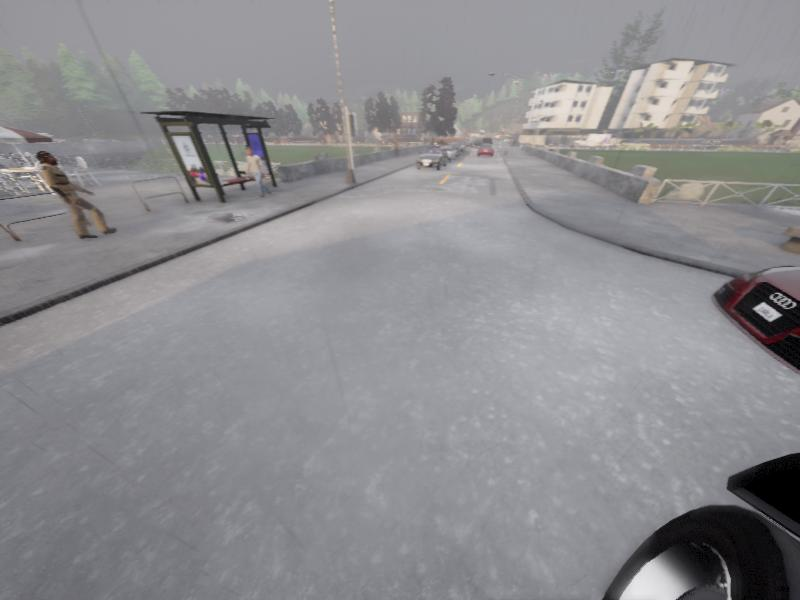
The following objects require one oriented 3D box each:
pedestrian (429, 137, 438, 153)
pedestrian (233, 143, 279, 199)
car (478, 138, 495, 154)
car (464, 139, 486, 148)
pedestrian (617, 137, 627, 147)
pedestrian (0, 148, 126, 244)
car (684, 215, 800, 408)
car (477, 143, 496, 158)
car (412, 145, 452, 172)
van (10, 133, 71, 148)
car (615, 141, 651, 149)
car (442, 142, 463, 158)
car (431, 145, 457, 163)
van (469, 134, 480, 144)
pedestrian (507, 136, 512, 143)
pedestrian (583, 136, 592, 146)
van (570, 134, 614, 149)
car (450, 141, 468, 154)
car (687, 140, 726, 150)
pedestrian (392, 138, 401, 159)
[{"bbox_3d":[4.703,-21.808,32.568,0.751,1.860,0.751,26,43,31],"label":"pedestrian"},{"bbox_3d":[-5.668,-5.137,9.215,0.751,1.860,0.751,7,36,9],"label":"pedestrian"},{"bbox_3d":[13.255,-23.663,35.378,1.905,1.878,3.866,10,37,14],"label":"car"},{"bbox_3d":[16.509,-34.557,50.970,4.892,1.490,1.837,-24,40,-29],"label":"car"},{"bbox_3d":[49.292,-35.093,51.261,0.751,1.860,0.751,19,40,24],"label":"pedestrian"},{"bbox_3d":[-7.551,-2.383,5.357,0.751,1.860,0.751,-25,43,-31],"label":"pedestrian"},{"bbox_3d":[6.266,0.469,2.044,4.181,1.385,1.994,15,38,19],"label":"car"},{"bbox_3d":[11.122,-19.489,29.981,1.994,1.385,4.181,9,37,13],"label":"car"},{"bbox_3d":[2.702,-11.620,18.828,2.128,1.511,4.902,11,37,15],"label":"car"},{"bbox_3d":[-76.121,-33.992,49.156,2.351,2.431,6.366,10,37,14],"label":"van"},{"bbox_3d":[47.557,-31.687,47.197,4.718,1.301,1.895,10,37,14],"label":"car"},{"bbox_3d":[6.730,-19.219,29.485,1.837,1.490,4.892,10,37,14],"label":"car"},{"bbox_3d":[4.701,-15.399,24.305,1.895,1.301,4.718,10,37,14],"label":"car"},{"bbox_3d":[22.857,-49.308,70.827,2.351,2.431,6.366,10,37,14],"label":"van"},{"bbox_3d":[32.704,-48.059,69.168,0.751,1.860,0.751,10,37,14],"label":"pedestrian"},{"bbox_3d":[43.110,-36.564,53.107,0.751,1.860,0.751,12,37,16],"label":"pedestrian"},{"bbox_3d":[40.245,-33.501,48.746,6.366,2.431,2.351,10,37,14],"label":"van"},{"bbox_3d":[9.393,-24.117,36.432,2.033,1.411,5.357,10,37,14],"label":"car"},{"bbox_3d":[58.675,-29.705,44.293,3.806,1.475,1.970,11,37,14],"label":"car"},{"bbox_3d":[-0.412,-16.469,25.085,0.751,1.860,0.751,10,37,14],"label":"pedestrian"}]
